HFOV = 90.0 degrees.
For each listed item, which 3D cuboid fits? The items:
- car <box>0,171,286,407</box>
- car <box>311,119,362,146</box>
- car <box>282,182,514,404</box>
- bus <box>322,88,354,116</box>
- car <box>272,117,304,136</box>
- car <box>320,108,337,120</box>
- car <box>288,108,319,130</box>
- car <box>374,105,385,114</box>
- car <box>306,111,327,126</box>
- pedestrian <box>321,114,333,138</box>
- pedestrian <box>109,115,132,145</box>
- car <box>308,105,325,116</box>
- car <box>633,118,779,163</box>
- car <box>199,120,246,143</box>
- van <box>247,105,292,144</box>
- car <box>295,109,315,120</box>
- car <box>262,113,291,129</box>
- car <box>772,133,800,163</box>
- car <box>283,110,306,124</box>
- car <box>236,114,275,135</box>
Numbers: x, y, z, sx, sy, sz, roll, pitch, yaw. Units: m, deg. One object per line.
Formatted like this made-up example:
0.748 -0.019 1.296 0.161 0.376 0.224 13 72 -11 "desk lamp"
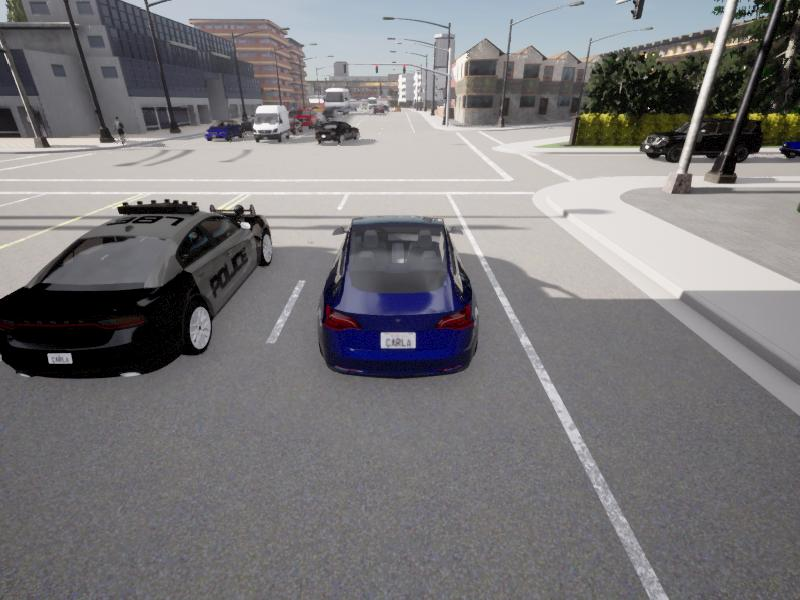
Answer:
-3.524 -0.752 6.336 1.930 1.638 5.238 0 27 0 "car"
-4.794 -13.044 30.976 1.882 1.535 5.008 8 28 15 "car"
-0.032 -0.603 6.211 2.163 1.488 4.792 0 27 0 "car"
-10.847 -35.249 71.057 3.944 4.253 10.273 0 28 0 "bus"
-10.727 -16.856 38.686 1.812 1.442 4.674 0 27 0 "car"
-10.894 -28.293 60.839 1.816 1.474 4.193 0 28 0 "car"
-10.790 -20.546 45.354 2.150 2.045 5.566 0 27 0 "car"
-4.008 -37.035 77.719 1.994 1.385 4.181 0 27 0 "car"
-10.835 -23.681 52.103 1.812 1.442 4.674 0 27 0 "car"
-6.392 -15.244 34.976 0.751 1.860 0.751 -7 27 -14 "pedestrian"
-19.403 -11.835 27.793 0.751 1.860 0.751 -11 29 -22 "pedestrian"
-14.451 -32.729 69.146 1.882 1.535 5.008 0 27 0 "car"
15.944 -8.466 21.181 5.566 2.045 2.150 0 26 0 "car"
-14.231 -13.697 32.365 1.816 1.474 4.193 0 27 0 "car"
-10.330 -14.207 32.194 1.988 2.561 5.915 -2 27 -4 "van"
-14.389 -28.289 60.943 1.994 1.385 4.181 0 28 1 "car"
-14.302 -20.942 46.702 1.882 1.535 5.008 0 27 0 "car"
23.277 -8.124 21.334 4.718 1.301 1.895 0 26 0 "car"
-14.351 -24.983 54.548 1.837 1.490 4.892 0 28 0 "car"
-14.255 -17.515 39.782 1.930 1.638 5.238 0 27 0 "car"
